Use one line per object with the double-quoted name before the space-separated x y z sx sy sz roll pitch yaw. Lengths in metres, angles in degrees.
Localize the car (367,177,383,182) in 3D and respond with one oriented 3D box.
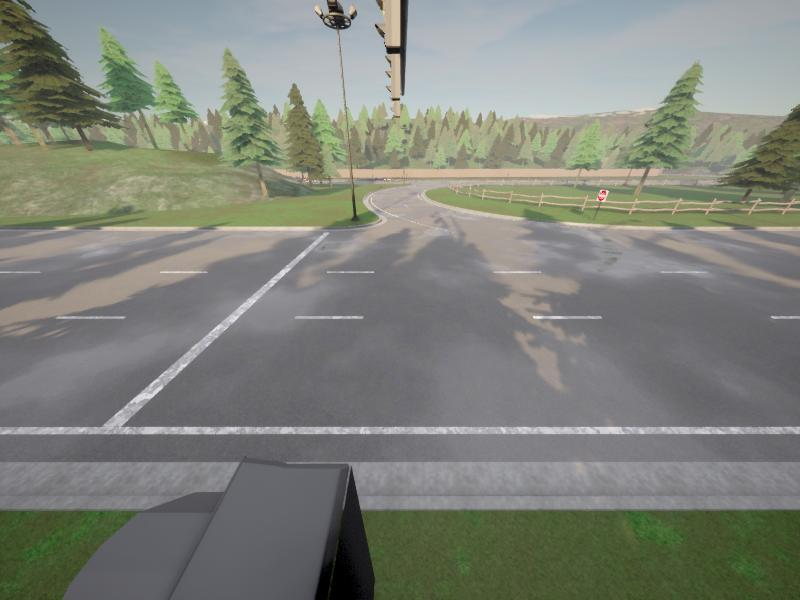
"car" -7.559 -36.561 70.024 4.718 1.301 1.895 0 30 0
